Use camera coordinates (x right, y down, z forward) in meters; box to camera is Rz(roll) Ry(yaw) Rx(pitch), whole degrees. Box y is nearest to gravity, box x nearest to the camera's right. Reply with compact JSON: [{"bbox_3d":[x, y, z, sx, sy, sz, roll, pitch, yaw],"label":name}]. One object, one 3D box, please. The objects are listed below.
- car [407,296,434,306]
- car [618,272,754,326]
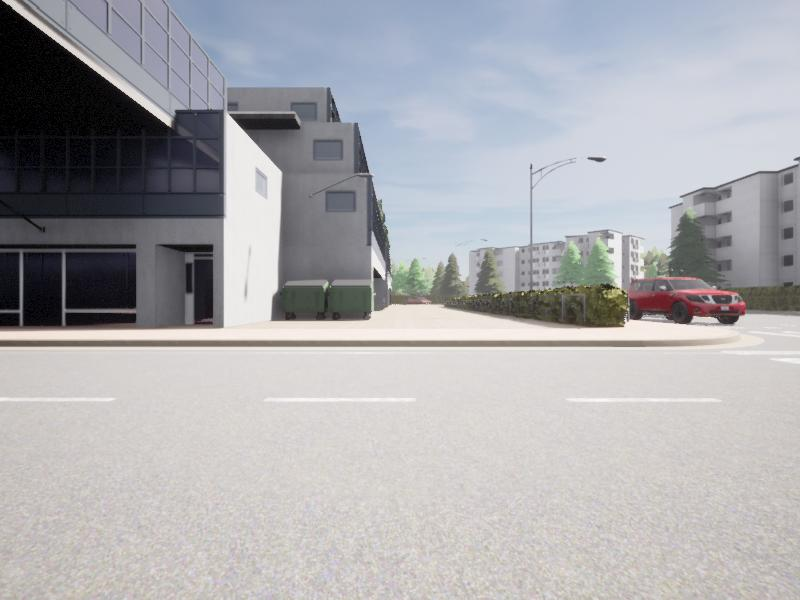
[{"bbox_3d":[3.520,0.224,70.790,2.242,1.667,4.611,0,0,-39],"label":"car"},{"bbox_3d":[12.393,-0.031,18.012,2.150,2.045,5.566,0,0,0],"label":"car"}]
